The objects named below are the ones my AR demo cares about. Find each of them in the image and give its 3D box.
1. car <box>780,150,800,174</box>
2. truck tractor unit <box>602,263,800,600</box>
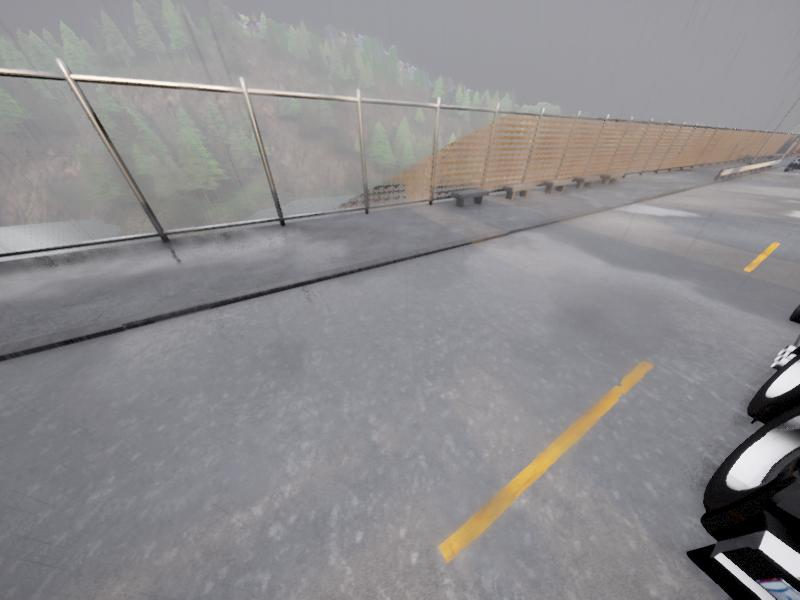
[{"bbox_3d":[35.890,-11.942,19.961,5.027,1.651,2.152,-18,39,-24],"label":"car"},{"bbox_3d":[5.112,-0.298,0.790,6.516,4.208,3.053,-18,39,-24],"label":"truck tractor unit"}]
